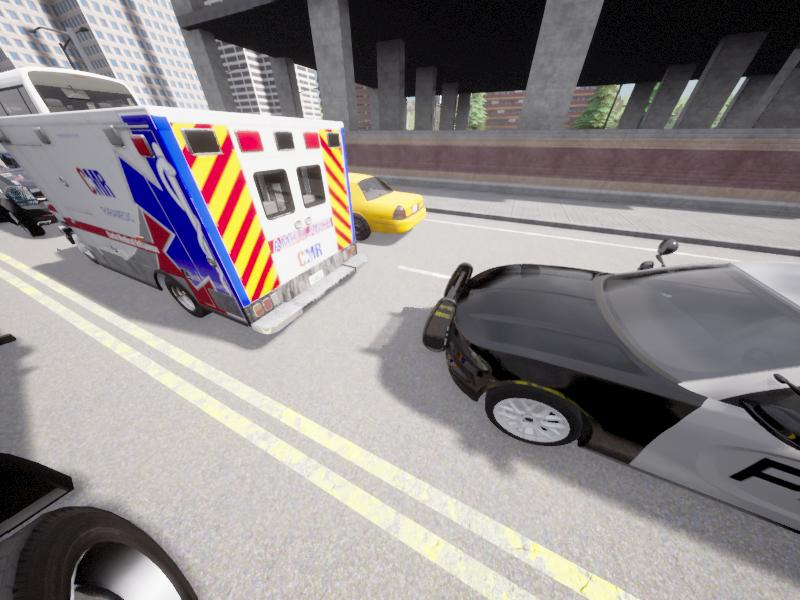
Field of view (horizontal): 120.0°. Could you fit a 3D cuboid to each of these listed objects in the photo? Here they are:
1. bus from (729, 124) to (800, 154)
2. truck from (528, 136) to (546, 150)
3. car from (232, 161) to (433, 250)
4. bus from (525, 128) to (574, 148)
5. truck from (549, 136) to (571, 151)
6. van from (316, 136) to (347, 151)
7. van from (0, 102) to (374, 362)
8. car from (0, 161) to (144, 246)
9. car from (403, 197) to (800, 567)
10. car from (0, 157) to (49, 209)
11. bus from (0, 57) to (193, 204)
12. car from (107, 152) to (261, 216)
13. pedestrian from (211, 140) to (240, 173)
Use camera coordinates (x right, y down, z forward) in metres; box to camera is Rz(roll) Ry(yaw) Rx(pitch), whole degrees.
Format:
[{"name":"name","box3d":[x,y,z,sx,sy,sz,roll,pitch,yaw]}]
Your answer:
[{"name":"bus","box3d":[69.521,-30.369,43.642,3.944,4.253,10.273,18,39,23]},{"name":"truck","box3d":[29.502,-34.026,49.944,2.615,2.467,5.204,15,38,20]},{"name":"car","box3d":[-1.940,-2.977,6.752,5.366,1.575,1.801,15,38,20]},{"name":"bus","box3d":[40.060,-43.787,62.580,10.273,4.253,3.944,15,38,20]},{"name":"truck","box3d":[33.411,-32.967,48.467,2.615,2.467,5.204,15,38,20]},{"name":"van","box3d":[-13.681,-31.726,46.717,2.351,2.431,6.366,15,38,20]},{"name":"van","box3d":[-3.893,-1.629,4.092,6.366,2.431,2.351,15,38,20]},{"name":"car","box3d":[-10.798,-3.112,6.946,4.902,1.511,2.128,15,38,20]},{"name":"car","box3d":[2.812,0.499,1.799,5.238,1.638,1.930,15,38,20]},{"name":"car","box3d":[-16.632,-4.701,9.126,3.705,1.549,1.789,15,38,20]},{"name":"bus","box3d":[-16.460,-7.904,11.328,10.273,4.253,3.944,15,38,20]},{"name":"car","box3d":[-8.367,-4.745,9.140,4.611,1.667,2.242,15,38,20]},{"name":"pedestrian","box3d":[-11.973,-9.851,15.887,0.751,1.860,0.751,15,38,20]}]
